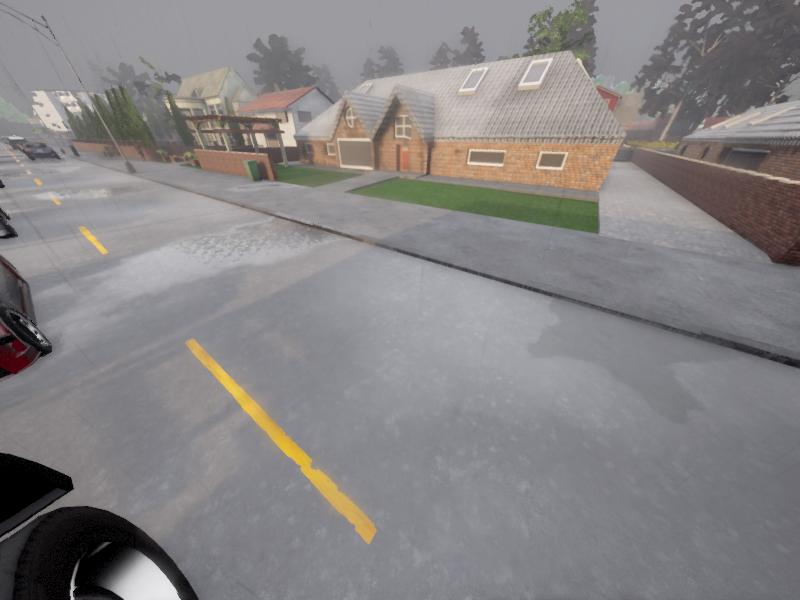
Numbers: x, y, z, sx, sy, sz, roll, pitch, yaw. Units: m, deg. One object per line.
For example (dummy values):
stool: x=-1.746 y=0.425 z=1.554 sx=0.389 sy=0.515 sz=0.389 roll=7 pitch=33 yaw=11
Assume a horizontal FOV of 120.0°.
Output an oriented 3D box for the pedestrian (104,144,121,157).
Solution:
pedestrian: x=-35.898 y=-18.667 z=28.831 sx=0.751 sy=1.300 sz=0.751 roll=22 pitch=40 yaw=27

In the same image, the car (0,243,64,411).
car: x=-6.081 y=0.135 z=2.525 sx=4.181 sy=1.385 sz=1.994 roll=22 pitch=41 yaw=28

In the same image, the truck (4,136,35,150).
truck: x=-75.627 y=-31.215 z=45.904 sx=6.274 sy=2.098 sz=2.390 roll=22 pitch=41 yaw=28

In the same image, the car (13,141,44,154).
car: x=-57.053 y=-23.475 z=35.470 sx=3.988 sy=1.617 sz=1.851 roll=22 pitch=41 yaw=28

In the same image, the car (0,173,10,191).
car: x=-22.243 y=-6.504 z=11.675 sx=4.514 sy=1.525 sz=2.007 roll=22 pitch=41 yaw=28

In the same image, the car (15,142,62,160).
car: x=-42.284 y=-17.504 z=27.036 sx=4.611 sy=1.667 sz=2.242 roll=22 pitch=41 yaw=28

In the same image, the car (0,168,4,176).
car: x=-29.376 y=-9.377 z=15.753 sx=4.193 sy=1.474 sz=1.816 roll=22 pitch=41 yaw=28

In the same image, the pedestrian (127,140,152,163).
pedestrian: x=-25.051 y=-14.310 z=22.231 sx=0.751 sy=1.860 sz=0.751 roll=22 pitch=40 yaw=27

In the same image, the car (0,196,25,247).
car: x=-12.073 y=-2.375 z=5.882 sx=4.514 sy=1.525 sz=2.007 roll=22 pitch=41 yaw=28
